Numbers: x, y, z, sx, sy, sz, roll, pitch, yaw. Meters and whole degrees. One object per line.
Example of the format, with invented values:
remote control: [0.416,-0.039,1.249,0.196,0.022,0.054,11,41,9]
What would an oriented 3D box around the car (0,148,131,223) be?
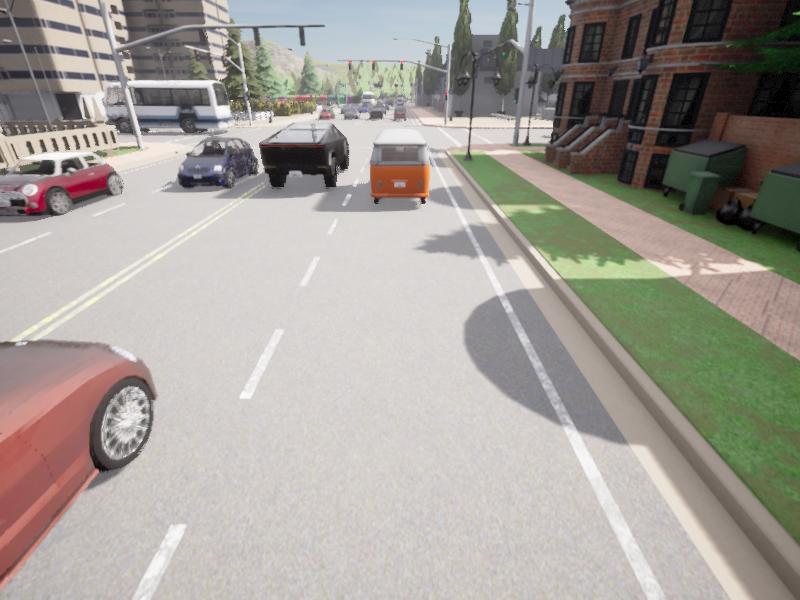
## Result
car: [-10.499,-3.587,12.120,1.970,1.475,3.806,0,27,0]

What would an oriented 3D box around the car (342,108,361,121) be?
car: [-6.984,-26.906,57.864,2.038,1.542,4.974,0,27,0]

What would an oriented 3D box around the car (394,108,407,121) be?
car: [0.016,-26.359,56.765,1.789,1.549,3.705,0,27,0]

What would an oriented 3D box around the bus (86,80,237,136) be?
bus: [-20.813,-17.197,35.791,10.273,4.253,3.944,0,27,0]

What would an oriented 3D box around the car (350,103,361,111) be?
car: [-10.471,-45.252,93.768,2.033,1.649,4.856,0,27,0]

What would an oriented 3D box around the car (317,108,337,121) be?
car: [-10.484,-26.702,57.466,2.007,1.525,4.514,0,27,0]

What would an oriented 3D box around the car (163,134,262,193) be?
car: [-7.002,-5.383,15.507,1.851,1.617,3.988,0,27,0]

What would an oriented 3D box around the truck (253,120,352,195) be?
truck: [-3.499,-5.920,16.015,2.390,2.098,6.274,0,27,0]

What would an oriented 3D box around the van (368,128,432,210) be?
van: [-0.001,-4.626,13.605,1.775,1.987,4.442,0,27,0]

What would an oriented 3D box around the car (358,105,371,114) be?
car: [-6.976,-37.578,78.909,2.007,1.525,4.514,0,27,0]

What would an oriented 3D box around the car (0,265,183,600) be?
car: [-3.505,1.552,1.869,2.152,1.651,5.027,0,27,0]

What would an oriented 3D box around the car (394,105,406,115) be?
car: [0.023,-35.658,74.992,2.038,1.542,4.974,0,27,0]

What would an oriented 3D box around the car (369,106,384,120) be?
car: [-3.485,-28.051,59.993,1.930,1.638,5.238,0,27,0]

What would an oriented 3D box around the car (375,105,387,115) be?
car: [-3.478,-35.335,74.294,2.033,1.649,4.856,0,27,0]

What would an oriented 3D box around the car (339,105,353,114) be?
car: [-10.477,-37.297,78.205,2.038,1.542,4.974,0,27,0]
